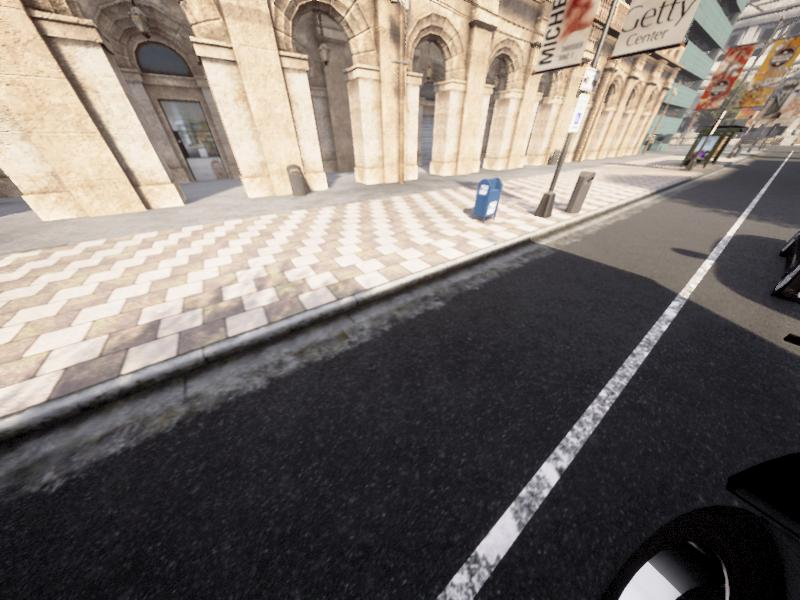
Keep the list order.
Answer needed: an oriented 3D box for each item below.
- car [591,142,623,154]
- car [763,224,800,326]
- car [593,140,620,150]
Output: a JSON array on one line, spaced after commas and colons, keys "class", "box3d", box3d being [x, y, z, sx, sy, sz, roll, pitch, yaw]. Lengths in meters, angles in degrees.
[{"class": "car", "box3d": [33.616, -24.753, 37.440, 4.786, 1.482, 2.161, -22, 41, -28]}, {"class": "car", "box3d": [8.163, -0.776, 3.678, 4.892, 1.490, 1.837, -22, 41, -28]}, {"class": "car", "box3d": [40.736, -30.579, 45.605, 4.902, 1.511, 2.128, -22, 41, -28]}]
